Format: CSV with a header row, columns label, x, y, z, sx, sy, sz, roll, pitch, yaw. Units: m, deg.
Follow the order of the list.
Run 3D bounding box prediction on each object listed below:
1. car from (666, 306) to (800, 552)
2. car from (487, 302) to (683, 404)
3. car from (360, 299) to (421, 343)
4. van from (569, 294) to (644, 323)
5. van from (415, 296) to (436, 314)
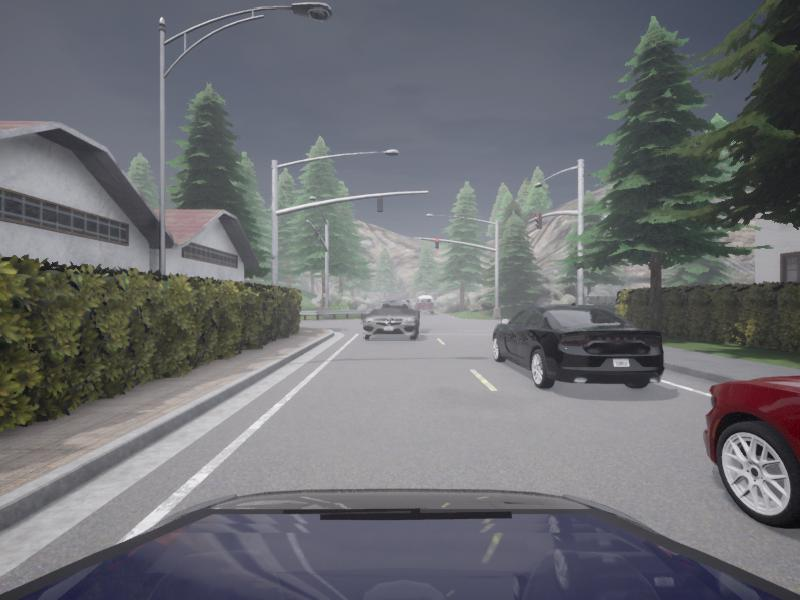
label,x,y,z,sx,sy,sz,roll,pitch,yaw
car,3.475,0.823,1.271,1.882,1.535,5.008,0,0,-1
car,3.393,0.823,8.653,1.882,1.535,5.008,0,0,-1
car,-0.245,0.780,17.541,2.152,1.651,5.027,0,0,5
van,14.636,0.583,28.466,4.442,1.987,1.775,0,0,0
van,2.947,0.571,47.270,2.069,2.038,4.480,0,0,-1
